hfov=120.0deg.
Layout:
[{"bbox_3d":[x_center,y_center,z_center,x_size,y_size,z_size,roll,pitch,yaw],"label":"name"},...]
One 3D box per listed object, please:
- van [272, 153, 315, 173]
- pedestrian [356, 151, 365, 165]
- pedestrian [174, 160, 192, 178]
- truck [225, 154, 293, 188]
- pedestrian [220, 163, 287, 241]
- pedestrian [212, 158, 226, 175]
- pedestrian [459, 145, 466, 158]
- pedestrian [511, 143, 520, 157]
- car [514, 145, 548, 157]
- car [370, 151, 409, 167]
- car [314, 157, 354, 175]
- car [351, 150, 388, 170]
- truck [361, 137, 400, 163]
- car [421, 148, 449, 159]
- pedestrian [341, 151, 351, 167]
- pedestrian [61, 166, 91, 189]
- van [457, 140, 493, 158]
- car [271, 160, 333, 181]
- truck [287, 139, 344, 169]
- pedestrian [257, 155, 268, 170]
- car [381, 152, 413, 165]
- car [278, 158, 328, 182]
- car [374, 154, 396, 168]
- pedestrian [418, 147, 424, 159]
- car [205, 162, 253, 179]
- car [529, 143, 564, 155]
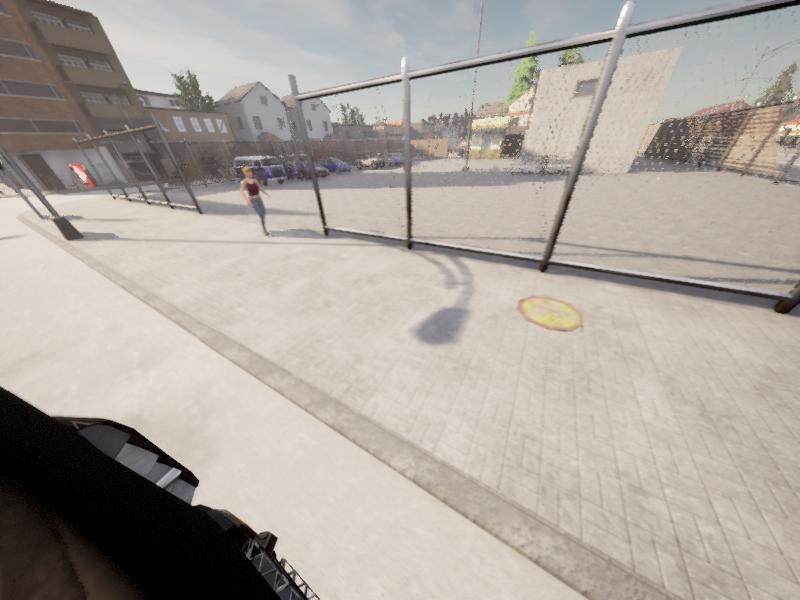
[{"bbox_3d":[-14.220,-18.511,31.161,2.069,2.038,4.480,16,38,26],"label":"van"},{"bbox_3d":[-6.116,-21.939,35.668,0.751,1.860,0.751,23,41,33],"label":"pedestrian"},{"bbox_3d":[-26.791,-16.177,28.488,0.751,1.860,0.751,20,40,31],"label":"pedestrian"},{"bbox_3d":[-11.166,-10.265,18.351,4.478,2.038,2.069,16,38,26],"label":"truck"},{"bbox_3d":[-4.023,-2.730,6.480,0.751,1.860,0.751,16,38,26],"label":"pedestrian"},{"bbox_3d":[-24.329,-17.958,31.011,0.751,1.860,0.751,27,44,37],"label":"pedestrian"},{"bbox_3d":[11.172,-26.438,41.181,0.751,1.860,0.751,-28,41,-33],"label":"pedestrian"},{"bbox_3d":[18.396,-23.811,36.669,0.751,1.860,0.751,20,40,30],"label":"pedestrian"},{"bbox_3d":[22.480,-25.668,39.782,4.674,1.442,1.812,16,38,26],"label":"car"},{"bbox_3d":[-1.329,-18.813,30.873,4.611,1.667,2.242,16,38,26],"label":"car"},{"bbox_3d":[-7.052,-14.393,24.738,3.633,1.501,1.845,16,38,26],"label":"car"},{"bbox_3d":[-3.698,-16.839,27.876,3.866,1.878,1.905,16,38,26],"label":"car"},{"bbox_3d":[-3.554,-29.737,45.714,2.891,3.827,8.468,17,38,27],"label":"truck"},{"bbox_3d":[7.084,-30.147,47.576,5.366,1.575,1.801,15,37,25],"label":"car"},{"bbox_3d":[-7.783,-20.370,33.422,0.751,1.860,0.751,17,38,27],"label":"pedestrian"},{"bbox_3d":[-30.405,-11.500,21.688,0.751,1.860,0.751,18,39,29],"label":"pedestrian"},{"bbox_3d":[14.146,-28.478,43.658,5.915,2.561,1.988,16,38,26],"label":"van"},{"bbox_3d":[-9.032,-11.924,21.266,5.357,1.415,2.033,16,38,26],"label":"car"},{"bbox_3d":[-13.617,-24.309,38.262,2.891,3.827,8.468,16,38,26],"label":"truck"},{"bbox_3d":[-21.792,-21.760,36.568,0.751,1.860,0.751,20,40,31],"label":"pedestrian"},{"bbox_3d":[-0.379,-20.507,33.487,4.193,1.474,1.816,16,38,26],"label":"car"},{"bbox_3d":[-8.783,-12.057,21.318,1.789,1.547,3.705,16,38,26],"label":"car"},{"bbox_3d":[-1.861,-17.522,29.150,2.207,1.379,1.481,16,38,26],"label":"car"},{"bbox_3d":[3.967,-27.799,43.775,0.751,1.860,0.751,12,36,22],"label":"pedestrian"},{"bbox_3d":[-20.927,-15.992,28.465,1.994,1.385,4.181,16,38,26],"label":"car"},{"bbox_3d":[26.306,-27.184,41.626,5.027,1.651,2.152,16,38,26],"label":"car"}]
